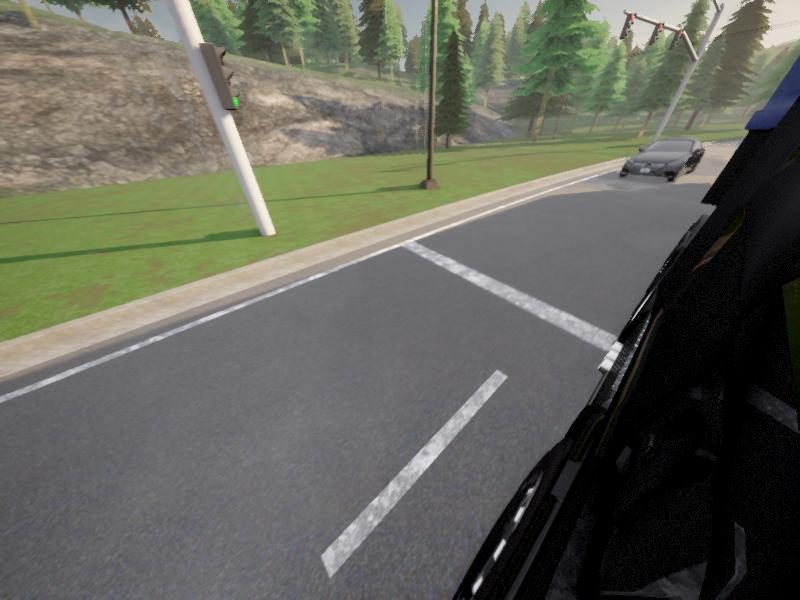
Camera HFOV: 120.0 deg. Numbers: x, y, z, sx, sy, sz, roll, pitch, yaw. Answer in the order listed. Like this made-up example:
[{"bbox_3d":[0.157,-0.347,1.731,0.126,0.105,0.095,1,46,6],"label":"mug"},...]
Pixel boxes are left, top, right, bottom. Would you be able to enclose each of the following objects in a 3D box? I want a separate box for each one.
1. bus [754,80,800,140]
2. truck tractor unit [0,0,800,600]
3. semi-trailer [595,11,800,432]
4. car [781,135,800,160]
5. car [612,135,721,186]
[{"bbox_3d":[39.963,-17.769,21.457,10.273,4.253,3.944,-17,39,-18],"label":"bus"},{"bbox_3d":[2.645,-0.295,0.352,6.516,4.208,3.053,-28,44,-30],"label":"truck tractor unit"},{"bbox_3d":[8.885,-3.459,4.052,14.254,4.402,2.717,-26,42,-28],"label":"semi-trailer"},{"bbox_3d":[23.317,-8.684,12.558,3.705,1.549,1.789,-21,40,-23],"label":"car"},{"bbox_3d":[11.797,-6.291,10.207,4.674,1.442,1.812,-24,41,-26],"label":"car"}]
